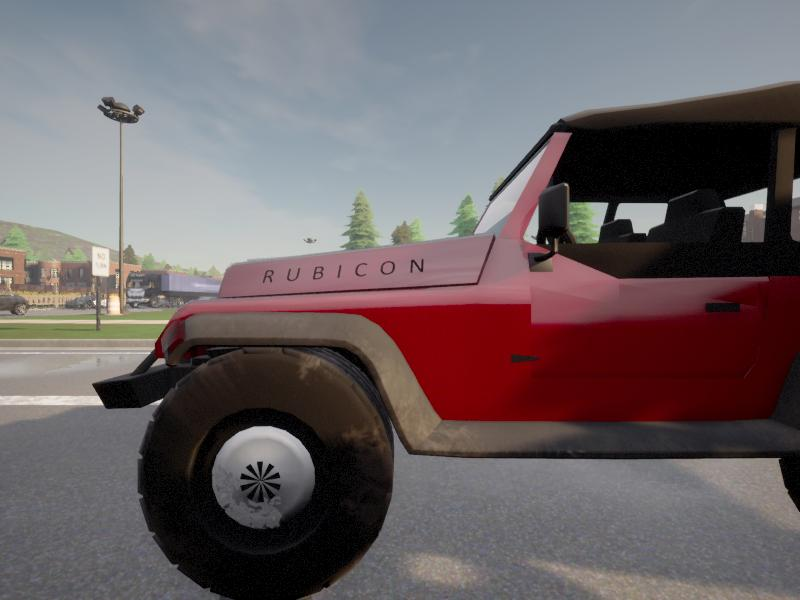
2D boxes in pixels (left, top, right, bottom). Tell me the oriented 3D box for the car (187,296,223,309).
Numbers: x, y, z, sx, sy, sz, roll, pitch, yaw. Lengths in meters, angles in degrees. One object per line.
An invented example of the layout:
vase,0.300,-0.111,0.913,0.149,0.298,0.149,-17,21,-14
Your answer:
car,-21.450,0.270,44.203,1.812,1.442,4.674,0,0,-1

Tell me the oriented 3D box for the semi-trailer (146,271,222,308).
semi-trailer,-28.570,-1.218,54.219,2.717,4.402,14.254,0,0,-1

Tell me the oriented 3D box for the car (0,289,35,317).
car,-24.696,0.180,23.417,2.152,1.651,5.027,0,0,-1

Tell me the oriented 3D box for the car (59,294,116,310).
car,-31.915,0.227,41.081,2.038,1.542,4.974,0,0,-1

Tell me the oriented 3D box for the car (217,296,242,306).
car,-28.735,0.180,67.670,2.152,1.651,5.027,0,0,-1

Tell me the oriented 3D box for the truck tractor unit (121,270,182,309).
truck tractor unit,-28.475,-1.122,46.304,3.053,4.208,6.516,0,0,-1

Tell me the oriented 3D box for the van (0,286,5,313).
van,-31.764,-0.030,28.912,2.069,2.038,4.480,0,0,-1

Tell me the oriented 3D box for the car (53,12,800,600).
car,0.853,0.046,2.203,3.866,1.878,1.905,0,0,0
